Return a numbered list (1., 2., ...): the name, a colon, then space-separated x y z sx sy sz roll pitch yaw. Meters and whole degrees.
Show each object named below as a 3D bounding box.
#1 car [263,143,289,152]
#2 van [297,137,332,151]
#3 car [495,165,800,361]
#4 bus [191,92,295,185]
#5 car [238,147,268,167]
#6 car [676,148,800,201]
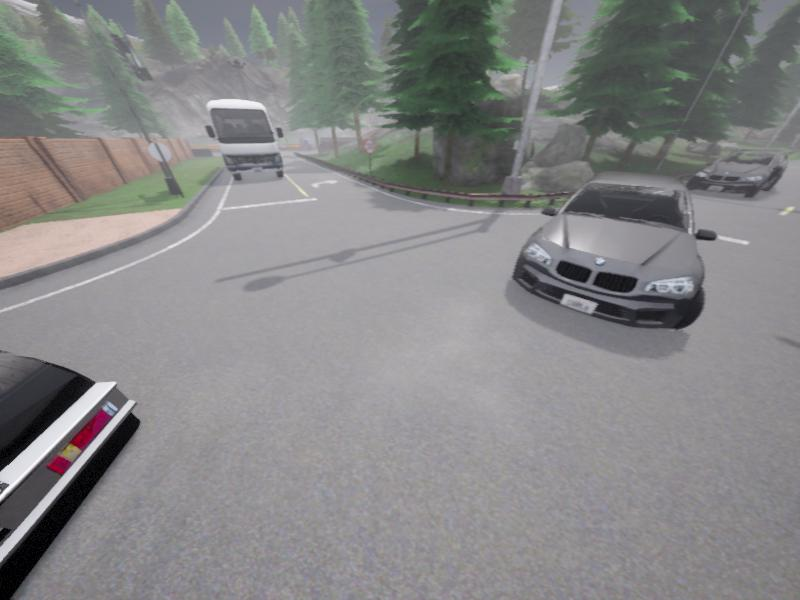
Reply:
1. car: -27.240 -33.581 50.704 4.514 1.525 2.007 -18 39 -23
2. van: -18.798 -34.415 50.974 6.366 2.431 2.351 -18 39 -23
3. car: 4.003 -1.360 4.382 2.242 1.667 4.611 26 43 33
4. bus: -11.274 -11.939 17.373 3.944 4.253 10.273 -18 39 -22
5. car: -15.647 -15.338 24.638 2.128 1.511 4.902 -18 39 -22
6. car: 15.919 -6.011 10.804 4.611 1.667 2.242 -18 39 -23
